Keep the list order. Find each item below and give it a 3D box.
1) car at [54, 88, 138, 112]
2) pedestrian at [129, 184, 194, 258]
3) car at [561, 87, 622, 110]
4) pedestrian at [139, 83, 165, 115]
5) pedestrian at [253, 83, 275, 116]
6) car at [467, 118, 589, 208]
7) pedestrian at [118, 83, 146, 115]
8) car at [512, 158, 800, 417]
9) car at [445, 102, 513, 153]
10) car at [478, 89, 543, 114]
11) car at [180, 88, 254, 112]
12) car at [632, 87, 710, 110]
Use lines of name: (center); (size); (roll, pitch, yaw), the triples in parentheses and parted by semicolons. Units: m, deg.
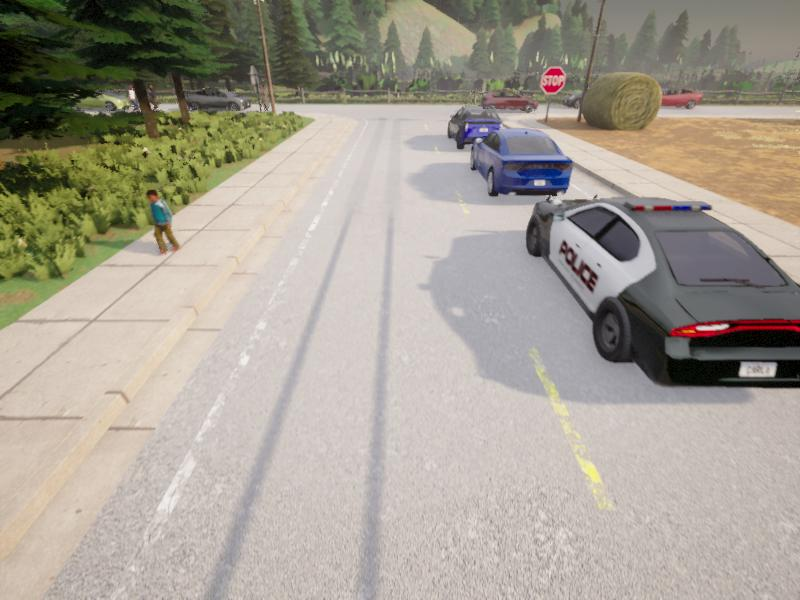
car: (-23.149, -15.346, 30.632); (4.514, 1.525, 2.007); (1, 30, 1)
pedestrian: (-4.064, -1.357, 6.872); (0.500, 1.100, 0.500); (7, 31, 12)
car: (15.372, -16.333, 32.374); (3.806, 1.475, 1.970); (1, 30, 2)
pedestrian: (-16.457, -13.381, 26.593); (0.751, 1.860, 0.751); (2, 30, 3)
pedestrian: (-8.852, -13.105, 26.123); (0.751, 1.860, 0.751); (8, 31, 14)
car: (3.326, -4.186, 11.624); (1.882, 1.535, 5.008); (0, 30, 0)
pedestrian: (-17.834, -13.410, 26.642); (0.751, 1.860, 0.751); (3, 30, 5)
car: (3.365, -0.755, 5.770); (2.038, 1.542, 4.974); (0, 30, 0)
car: (3.279, -7.679, 17.605); (2.007, 1.525, 4.514); (0, 30, 0)
car: (8.061, -14.709, 29.607); (4.193, 1.474, 1.816); (1, 30, 2)
car: (-13.801, -15.197, 30.377); (4.514, 1.525, 2.007); (1, 30, 2)
car: (21.616, -16.217, 32.126); (4.514, 1.525, 2.007); (1, 30, 2)
